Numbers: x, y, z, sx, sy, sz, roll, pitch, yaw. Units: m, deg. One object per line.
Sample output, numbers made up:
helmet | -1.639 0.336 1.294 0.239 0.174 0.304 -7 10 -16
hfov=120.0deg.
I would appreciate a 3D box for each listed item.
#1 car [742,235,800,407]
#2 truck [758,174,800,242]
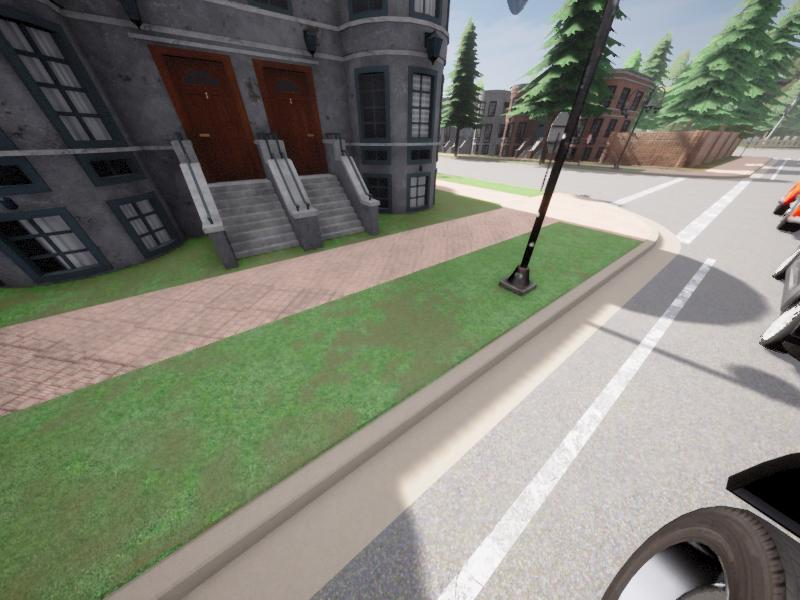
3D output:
car | 6.553 -0.173 2.709 5.238 1.638 1.930 -22 41 -28
truck | 12.789 -3.053 6.027 5.204 2.467 2.627 -22 41 -28
